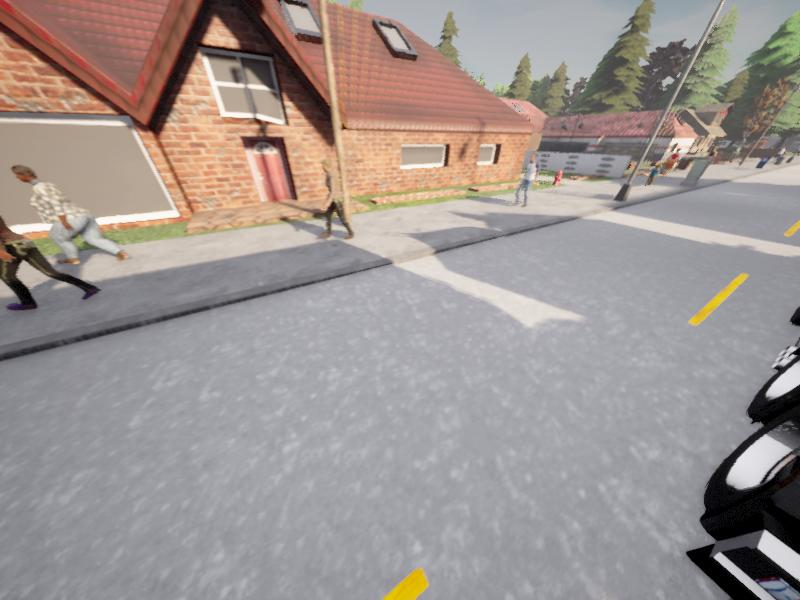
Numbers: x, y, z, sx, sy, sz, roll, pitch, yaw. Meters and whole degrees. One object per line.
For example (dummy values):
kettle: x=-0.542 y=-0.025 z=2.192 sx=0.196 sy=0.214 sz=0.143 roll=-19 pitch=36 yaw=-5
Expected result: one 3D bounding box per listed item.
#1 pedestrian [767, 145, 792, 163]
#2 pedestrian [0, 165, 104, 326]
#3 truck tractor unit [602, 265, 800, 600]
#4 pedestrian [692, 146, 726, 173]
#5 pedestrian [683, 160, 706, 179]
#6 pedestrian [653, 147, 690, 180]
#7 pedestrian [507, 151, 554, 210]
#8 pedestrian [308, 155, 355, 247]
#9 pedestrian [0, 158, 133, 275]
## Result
pedestrian: x=48.613 y=-18.732 z=29.635 sx=0.751 sy=1.860 sz=0.751 roll=29 pitch=44 yaw=35
pedestrian: x=-5.346 y=-0.696 z=3.110 sx=0.751 sy=1.860 sz=0.751 roll=-17 pitch=38 yaw=-23
truck tractor unit: x=5.112 y=-0.297 z=0.790 sx=6.516 sy=4.208 sz=3.053 roll=-18 pitch=39 yaw=-24
pedestrian: x=25.683 y=-11.664 z=19.220 sx=0.751 sy=1.860 sz=0.751 roll=-17 pitch=38 yaw=-23
pedestrian: x=20.878 y=-9.272 z=16.393 sx=0.500 sy=1.100 sz=0.500 roll=-20 pitch=40 yaw=-27
pedestrian: x=18.596 y=-9.393 z=15.877 sx=0.751 sy=1.860 sz=0.751 roll=-18 pitch=39 yaw=-25
pedestrian: x=4.777 y=-4.429 z=8.589 sx=0.751 sy=1.860 sz=0.751 roll=-10 pitch=36 yaw=-15
pedestrian: x=-1.565 y=-2.320 z=5.486 sx=0.751 sy=1.860 sz=0.751 roll=-8 pitch=36 yaw=-12
pedestrian: x=-6.231 y=-1.520 z=4.286 sx=0.751 sy=1.860 sz=0.751 roll=-13 pitch=37 yaw=-18
